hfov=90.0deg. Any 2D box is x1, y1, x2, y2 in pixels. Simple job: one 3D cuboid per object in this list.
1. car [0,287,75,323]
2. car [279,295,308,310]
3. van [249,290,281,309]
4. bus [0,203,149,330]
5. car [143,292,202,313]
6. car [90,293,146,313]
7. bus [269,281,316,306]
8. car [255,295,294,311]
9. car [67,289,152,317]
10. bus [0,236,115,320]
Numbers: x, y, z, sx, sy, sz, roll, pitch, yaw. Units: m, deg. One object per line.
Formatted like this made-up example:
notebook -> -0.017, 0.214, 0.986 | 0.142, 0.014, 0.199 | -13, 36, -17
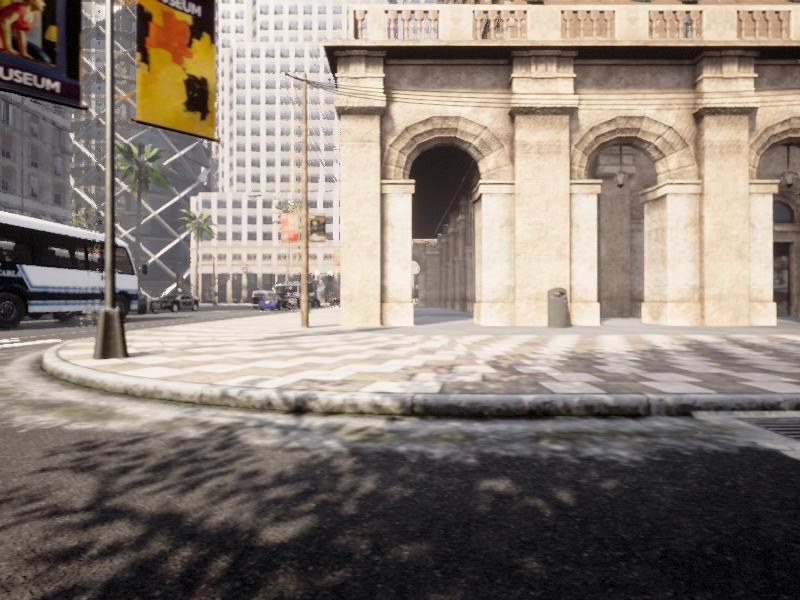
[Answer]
car -> -18.779, 0.210, 19.970 | 1.851, 1.617, 3.988 | 0, 0, 0
car -> -11.735, 0.243, 44.510 | 2.007, 1.525, 4.514 | 0, 0, 0
van -> -15.231, -0.010, 45.294 | 2.069, 2.038, 4.480 | 0, 0, 0
bus -> -15.381, -1.116, 16.274 | 3.944, 4.253, 10.273 | 0, 0, 0
car -> -18.789, 0.193, 33.328 | 1.930, 1.638, 5.238 | 0, 0, 0
car -> -22.295, 0.253, 31.827 | 1.845, 1.501, 3.633 | 0, 0, 0
bus -> -20.306, -1.114, 75.156 | 3.944, 4.253, 10.273 | 0, 0, -45
car -> -11.766, 0.265, 37.812 | 2.163, 1.488, 4.792 | 0, 0, 0
car -> -18.804, 0.178, 26.222 | 2.242, 1.667, 4.611 | 0, 0, 0
bus -> -22.170, -1.108, 23.255 | 3.944, 4.253, 10.273 | 0, 0, 0
